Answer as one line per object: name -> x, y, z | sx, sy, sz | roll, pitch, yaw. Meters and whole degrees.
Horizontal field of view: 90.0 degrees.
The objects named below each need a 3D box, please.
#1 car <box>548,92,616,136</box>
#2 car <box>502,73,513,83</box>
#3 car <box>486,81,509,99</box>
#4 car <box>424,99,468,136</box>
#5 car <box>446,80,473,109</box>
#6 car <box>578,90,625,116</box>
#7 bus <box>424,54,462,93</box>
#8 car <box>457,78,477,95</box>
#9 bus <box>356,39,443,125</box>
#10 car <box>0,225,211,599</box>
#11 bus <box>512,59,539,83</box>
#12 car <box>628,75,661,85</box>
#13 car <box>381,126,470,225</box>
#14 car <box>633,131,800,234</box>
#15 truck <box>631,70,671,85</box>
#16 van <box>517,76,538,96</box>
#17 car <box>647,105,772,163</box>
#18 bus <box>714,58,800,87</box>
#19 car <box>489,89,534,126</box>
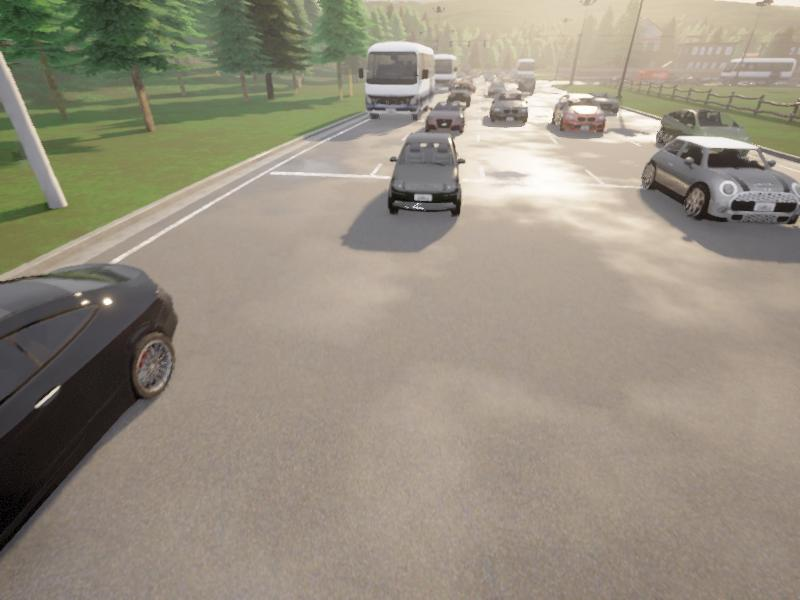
car -> 9.738, -10.264, 21.878 | 2.242, 1.667, 4.611 | 5, 31, 8
car -> 22.515, -46.729, 84.203 | 1.801, 1.575, 5.366 | 5, 31, 9
car -> 10.819, -23.433, 44.521 | 2.163, 1.488, 4.792 | 5, 31, 9
car -> 2.531, -9.860, 21.444 | 1.994, 1.385, 4.181 | 5, 31, 8
car -> 5.090, -17.428, 33.834 | 1.905, 1.878, 3.866 | 5, 32, 9
car -> 14.905, -14.742, 29.843 | 1.994, 1.385, 4.181 | 5, 31, 9
bus -> 5.922, -30.629, 54.017 | 3.944, 4.253, 10.273 | 5, 31, 9
car -> 8.432, -26.838, 50.122 | 2.242, 1.667, 4.611 | 5, 31, 9
bus -> 0.424, -14.912, 27.192 | 3.944, 4.253, 10.273 | 5, 31, 9
car -> -3.486, 0.979, 2.858 | 1.812, 1.442, 4.674 | 2, 30, 3
bus -> 26.399, -48.450, 84.521 | 3.944, 4.253, 10.273 | 5, 31, 9
car -> 47.183, -42.565, 77.329 | 4.902, 1.511, 2.128 | 5, 31, 8
car -> 0.701, -3.289, 10.051 | 1.789, 1.549, 3.705 | 3, 30, 5
car -> 7.680, -3.026, 9.722 | 1.970, 1.475, 3.806 | 3, 31, 5
truck -> 46.372, -41.257, 74.141 | 5.204, 2.467, 2.627 | 5, 31, 8
van -> 14.990, -25.338, 47.294 | 1.775, 1.987, 4.442 | 5, 31, 9
car -> 12.191, -6.861, 16.238 | 2.007, 1.525, 4.514 | 5, 31, 8
bus -> 63.302, -40.457, 71.131 | 10.273, 4.253, 3.944 | 5, 31, 8
car -> 6.849, -12.186, 25.137 | 2.242, 1.667, 4.611 | 5, 31, 9
